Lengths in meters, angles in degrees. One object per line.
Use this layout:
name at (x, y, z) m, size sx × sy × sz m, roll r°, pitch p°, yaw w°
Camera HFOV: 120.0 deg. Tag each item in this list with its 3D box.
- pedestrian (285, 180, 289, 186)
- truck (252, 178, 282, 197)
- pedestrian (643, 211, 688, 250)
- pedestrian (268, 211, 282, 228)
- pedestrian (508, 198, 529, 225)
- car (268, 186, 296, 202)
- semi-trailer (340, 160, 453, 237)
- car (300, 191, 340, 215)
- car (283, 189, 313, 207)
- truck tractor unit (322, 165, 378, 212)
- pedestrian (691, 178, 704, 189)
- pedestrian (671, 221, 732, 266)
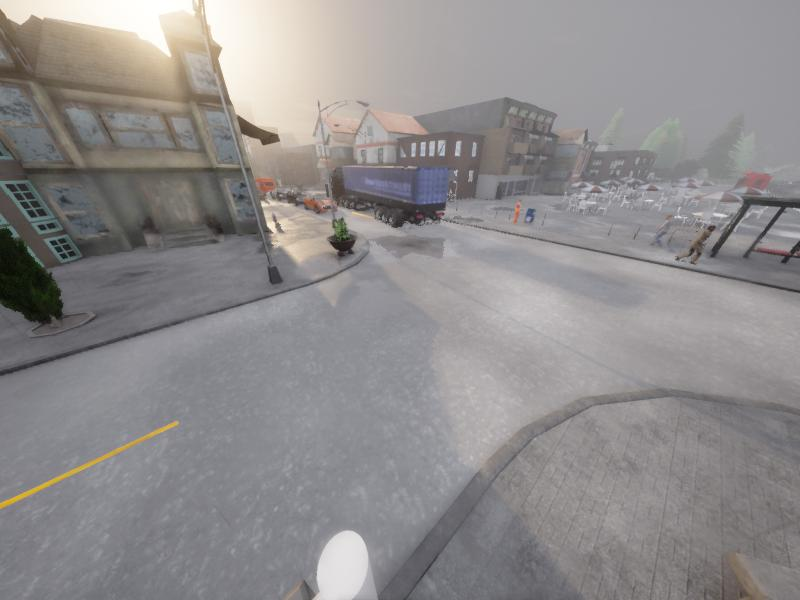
pedestrian at (-27.274, -28.265, 55.813) m, size 0.500 × 1.100 × 0.500 m, roll 23°, pitch 37°, yaw 35°
truck at (-21.968, -18.629, 38.003) m, size 2.627 × 2.467 × 5.204 m, roll -23°, pitch 37°, yaw -34°
pedestrian at (14.554, -3.824, 12.718) m, size 0.751 × 1.860 × 0.751 m, roll -9°, pitch 31°, yaw -15°
pedestrian at (-9.316, -5.971, 17.199) m, size 0.500 × 1.100 × 0.500 m, roll -26°, pitch 39°, yaw -37°
pedestrian at (9.196, -6.879, 18.010) m, size 0.751 × 1.860 × 0.751 m, roll -6°, pitch 31°, yaw -10°
car at (-17.014, -15.267, 33.125) m, size 2.038 × 1.542 × 4.974 m, roll -23°, pitch 37°, yaw -34°
semi-trailer at (-1.453, -9.570, 20.366) m, size 2.717 × 4.402 × 14.254 m, roll -16°, pitch 34°, yaw -26°
car at (-8.443, -10.278, 24.220) m, size 2.097 × 1.767 × 4.553 m, roll -23°, pitch 37°, yaw -34°
car at (-12.676, -12.715, 28.629) m, size 1.851 × 1.617 × 3.988 m, roll -23°, pitch 37°, yaw -34°
truck tractor unit at (-5.697, -12.811, 26.178) m, size 3.053 × 4.208 × 6.516 m, roll -23°, pitch 37°, yaw -34°
pedestrian at (62.459, -24.486, 48.555) m, size 0.751 × 1.860 × 0.751 m, roll -5°, pitch 30°, yaw -8°
pedestrian at (13.674, -2.565, 10.538) m, size 0.751 × 1.860 × 0.751 m, roll -4°, pitch 30°, yaw -7°
